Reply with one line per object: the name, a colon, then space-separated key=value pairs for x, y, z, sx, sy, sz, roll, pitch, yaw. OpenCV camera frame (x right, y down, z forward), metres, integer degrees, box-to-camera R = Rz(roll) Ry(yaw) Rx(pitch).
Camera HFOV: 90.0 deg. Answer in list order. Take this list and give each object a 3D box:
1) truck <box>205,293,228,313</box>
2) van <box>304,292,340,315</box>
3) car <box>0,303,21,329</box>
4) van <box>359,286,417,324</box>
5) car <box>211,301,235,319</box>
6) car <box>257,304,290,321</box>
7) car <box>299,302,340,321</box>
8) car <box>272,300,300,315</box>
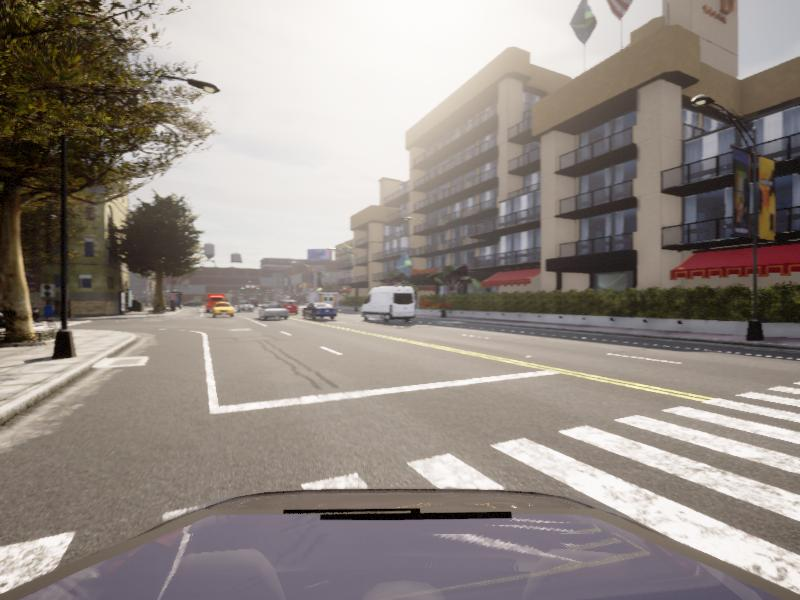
truck: x=-24.309 y=0.454 z=52.857 sx=2.627 sy=2.467 sz=5.204 roll=0 pitch=-1 yaw=-26
van: x=-9.046 y=0.420 z=45.821 sx=2.351 sy=2.431 sz=6.366 roll=0 pitch=0 yaw=-27
car: x=-24.834 y=0.928 z=23.124 sx=3.806 sy=1.475 sz=1.970 roll=0 pitch=0 yaw=-24
van: x=-1.048 y=0.338 z=29.864 sx=1.988 sy=2.561 sz=5.915 roll=0 pitch=0 yaw=-27
car: x=-16.859 y=0.861 z=38.016 sx=1.801 sy=1.575 sz=5.366 roll=0 pitch=0 yaw=-26
car: x=-10.549 y=0.985 z=33.199 sx=1.895 sy=1.301 sz=4.718 roll=0 pitch=0 yaw=-27
car: x=-6.856 y=0.927 z=33.644 sx=2.033 sy=1.411 sz=5.357 roll=0 pitch=0 yaw=-27
car: x=-13.341 y=0.810 z=46.579 sx=2.242 sy=1.667 sz=4.611 roll=0 pitch=0 yaw=-27
